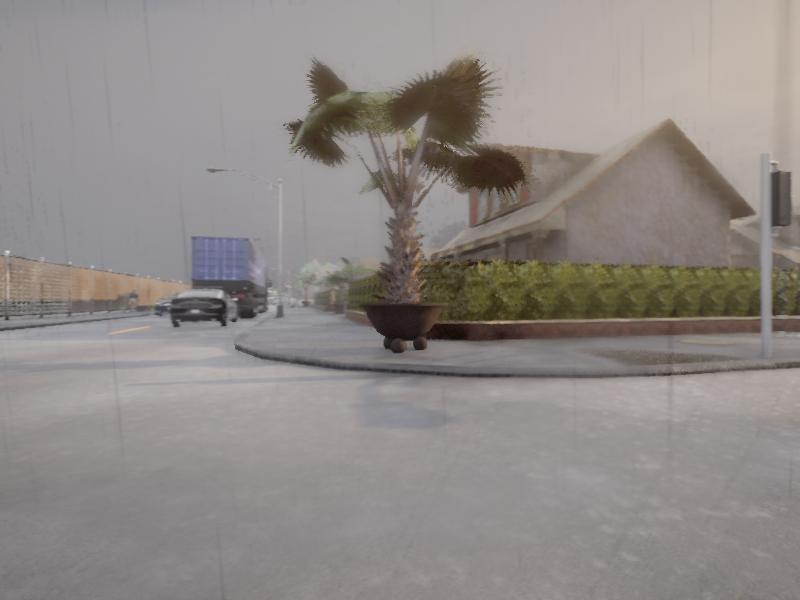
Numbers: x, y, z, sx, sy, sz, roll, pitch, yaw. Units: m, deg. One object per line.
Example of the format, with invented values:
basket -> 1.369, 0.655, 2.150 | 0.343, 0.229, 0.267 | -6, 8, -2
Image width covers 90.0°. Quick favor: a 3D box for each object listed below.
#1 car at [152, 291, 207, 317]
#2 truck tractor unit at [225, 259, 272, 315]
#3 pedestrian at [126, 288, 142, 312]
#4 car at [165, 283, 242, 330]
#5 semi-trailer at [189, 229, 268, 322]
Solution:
car -> -15.048, 0.271, 27.627 | 2.152, 1.651, 5.027 | 0, 0, -15
truck tractor unit -> -12.559, -1.008, 33.770 | 3.053, 4.208, 6.516 | 0, 0, -15
pedestrian -> -20.933, 0.037, 31.492 | 0.751, 1.860, 0.751 | 0, 0, -3
car -> -8.014, 0.240, 16.849 | 1.930, 1.638, 5.238 | 0, 0, -15
semi-trailer -> -10.502, -1.135, 26.129 | 2.717, 4.402, 14.254 | 0, 0, -15
